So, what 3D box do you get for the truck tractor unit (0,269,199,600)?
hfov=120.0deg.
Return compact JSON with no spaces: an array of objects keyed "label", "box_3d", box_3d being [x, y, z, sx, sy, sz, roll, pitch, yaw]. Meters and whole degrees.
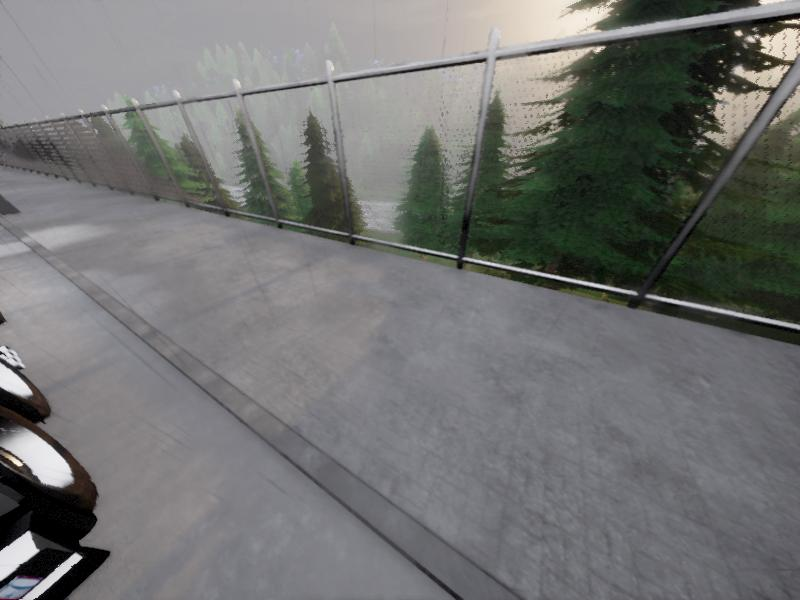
[{"label":"truck tractor unit","box_3d":[-5.128,-0.281,0.767,6.516,4.208,3.053,18,39,24]}]
